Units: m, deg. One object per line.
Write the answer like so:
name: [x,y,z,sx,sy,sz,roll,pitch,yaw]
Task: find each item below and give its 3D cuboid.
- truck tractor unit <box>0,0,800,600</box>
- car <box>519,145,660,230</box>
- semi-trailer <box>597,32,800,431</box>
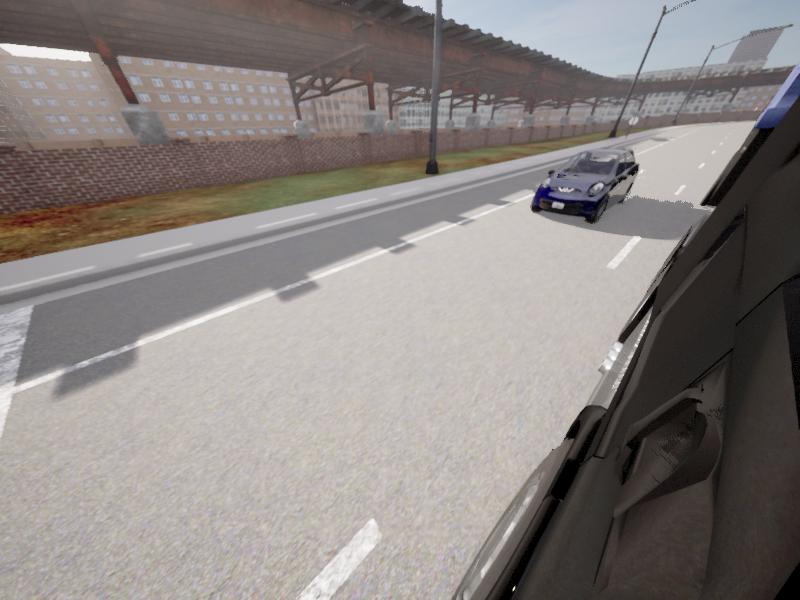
truck tractor unit: [2.645,-0.295,0.352,6.516,4.208,3.053,-28,44,-30]
car: [5.463,-3.457,6.700,3.633,1.501,1.845,-28,43,-30]
semi-trailer: [8.739,-3.566,4.203,14.254,4.402,2.717,-27,43,-29]
